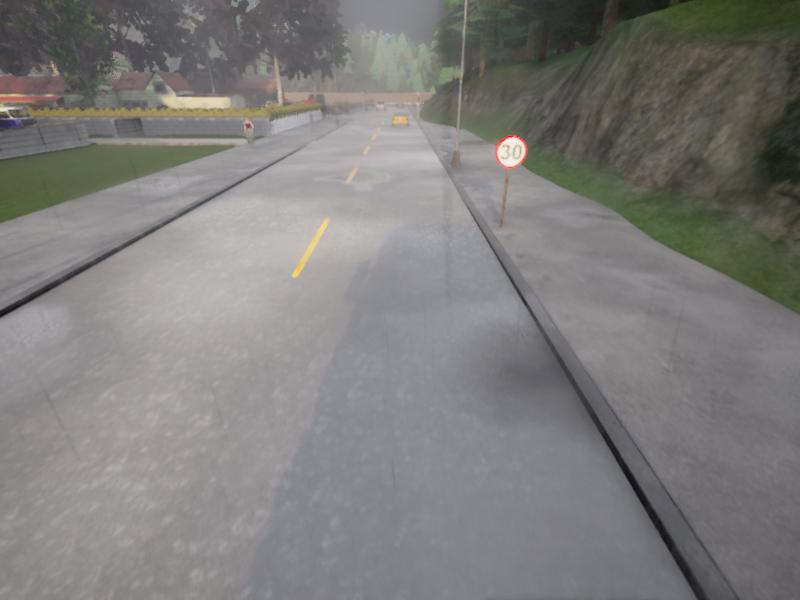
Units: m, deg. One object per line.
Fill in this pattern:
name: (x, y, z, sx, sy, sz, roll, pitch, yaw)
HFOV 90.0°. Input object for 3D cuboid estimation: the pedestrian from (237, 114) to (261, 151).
pedestrian: (-8.575, -9.537, 22.755, 0.751, 1.860, 0.751, 1, 27, 2)

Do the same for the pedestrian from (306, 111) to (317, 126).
pedestrian: (-9.009, -18.523, 40.799, 0.751, 1.300, 0.751, 3, 27, 6)

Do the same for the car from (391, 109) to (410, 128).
car: (0.036, -18.953, 41.663, 1.801, 1.575, 5.366, 0, 27, 0)

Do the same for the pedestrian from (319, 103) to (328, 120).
pedestrian: (-9.221, -22.768, 48.405, 0.751, 1.860, 0.751, 2, 27, 3)

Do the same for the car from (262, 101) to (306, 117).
car: (-16.858, -27.944, 58.508, 5.566, 2.045, 2.150, 0, 27, 0)

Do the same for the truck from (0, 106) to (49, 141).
truck: (-26.954, -11.825, 26.748, 4.478, 2.038, 2.069, 0, 27, 0)

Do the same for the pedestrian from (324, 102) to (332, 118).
pedestrian: (-9.426, -24.824, 52.394, 0.751, 1.860, 0.751, -12, 30, -22)
